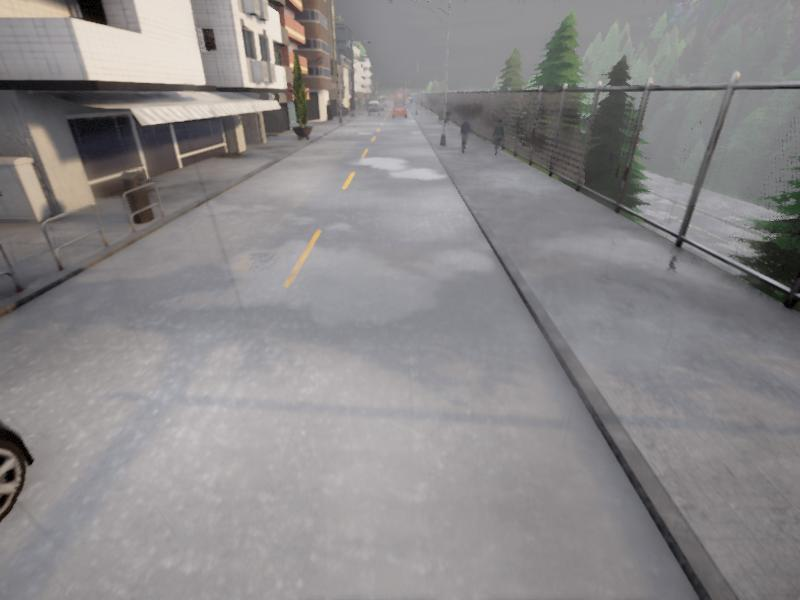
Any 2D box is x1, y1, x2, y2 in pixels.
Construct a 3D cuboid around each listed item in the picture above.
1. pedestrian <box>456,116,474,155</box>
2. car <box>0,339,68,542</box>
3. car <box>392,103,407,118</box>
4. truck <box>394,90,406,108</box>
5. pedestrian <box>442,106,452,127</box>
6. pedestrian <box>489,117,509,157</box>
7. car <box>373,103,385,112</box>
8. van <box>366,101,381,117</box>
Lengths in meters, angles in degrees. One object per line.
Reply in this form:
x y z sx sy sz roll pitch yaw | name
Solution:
3.506 -8.876 21.559 0.751 1.860 0.751 6 28 12 | pedestrian
-4.008 1.724 1.618 1.970 1.475 3.806 0 27 0 | car
-0.034 -27.841 58.716 2.097 1.767 4.553 0 27 0 | car
-0.044 -48.912 97.414 2.891 3.827 8.468 0 27 0 | truck
4.632 -18.168 39.614 0.751 1.860 0.751 -4 28 -9 | pedestrian
5.143 -8.516 20.872 0.751 1.860 0.751 5 28 9 | pedestrian
-4.044 -37.617 78.022 2.163 1.488 4.792 0 27 0 | car
-4.035 -29.474 61.598 2.069 2.038 4.480 0 27 0 | van
